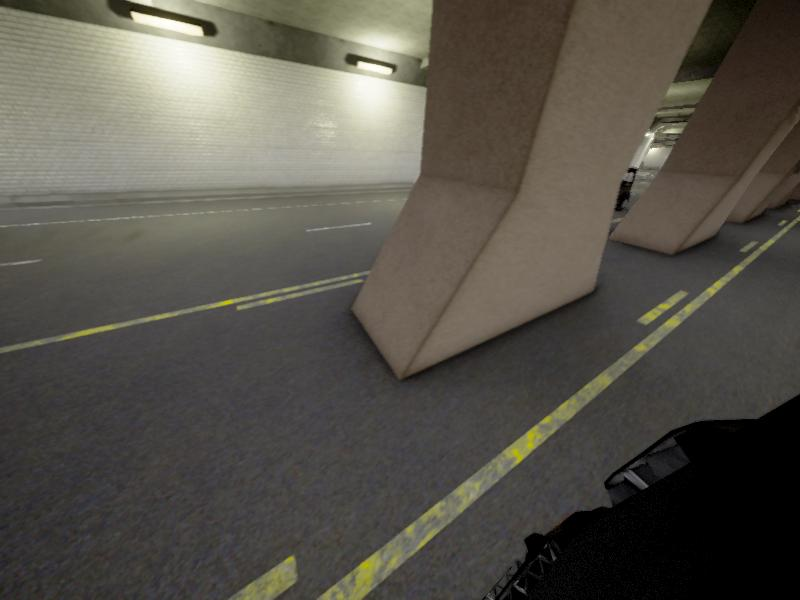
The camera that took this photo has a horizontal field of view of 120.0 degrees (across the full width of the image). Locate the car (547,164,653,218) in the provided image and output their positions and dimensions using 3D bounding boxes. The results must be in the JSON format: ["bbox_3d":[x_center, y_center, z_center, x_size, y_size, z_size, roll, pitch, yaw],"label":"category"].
[{"bbox_3d":[9.290,-5.214,10.836,3.866,1.878,1.905,-16,38,-26],"label":"car"}]

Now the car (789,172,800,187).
[{"bbox_3d":[51.949,-15.050,29.014,1.882,1.535,5.008,30,42,35],"label":"car"}]
